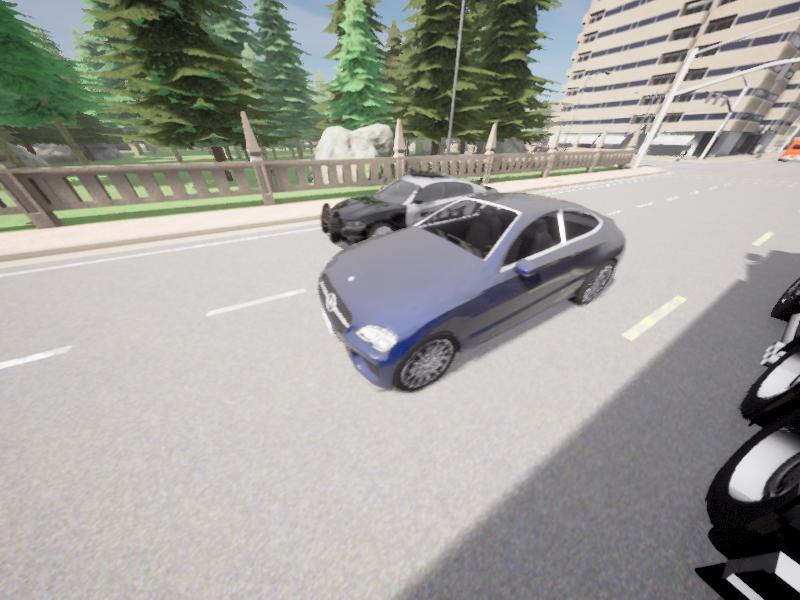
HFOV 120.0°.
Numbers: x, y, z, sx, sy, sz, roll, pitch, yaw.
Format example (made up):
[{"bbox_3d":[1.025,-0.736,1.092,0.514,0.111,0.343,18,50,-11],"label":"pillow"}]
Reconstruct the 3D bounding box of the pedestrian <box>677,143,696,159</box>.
[{"bbox_3d":[39.419,-20.528,31.817,0.751,1.860,0.751,-14,37,-20],"label":"pedestrian"}]

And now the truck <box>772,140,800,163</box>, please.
[{"bbox_3d":[53.891,-20.020,31.062,5.204,2.467,2.627,-18,39,-23],"label":"truck"}]

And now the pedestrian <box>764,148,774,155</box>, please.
[{"bbox_3d":[68.443,-27.507,42.857,0.500,1.100,0.500,-21,40,-28],"label":"pedestrian"}]

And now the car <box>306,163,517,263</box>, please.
[{"bbox_3d":[0.462,-2.707,6.466,5.238,1.638,1.930,-18,39,-24],"label":"car"}]

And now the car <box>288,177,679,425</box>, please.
[{"bbox_3d":[1.334,-0.683,3.578,5.027,1.651,2.152,-18,39,-24],"label":"car"}]

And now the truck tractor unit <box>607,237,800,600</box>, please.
[{"bbox_3d":[5.060,-0.349,0.844,6.516,4.208,3.053,-20,40,-26],"label":"truck tractor unit"}]
